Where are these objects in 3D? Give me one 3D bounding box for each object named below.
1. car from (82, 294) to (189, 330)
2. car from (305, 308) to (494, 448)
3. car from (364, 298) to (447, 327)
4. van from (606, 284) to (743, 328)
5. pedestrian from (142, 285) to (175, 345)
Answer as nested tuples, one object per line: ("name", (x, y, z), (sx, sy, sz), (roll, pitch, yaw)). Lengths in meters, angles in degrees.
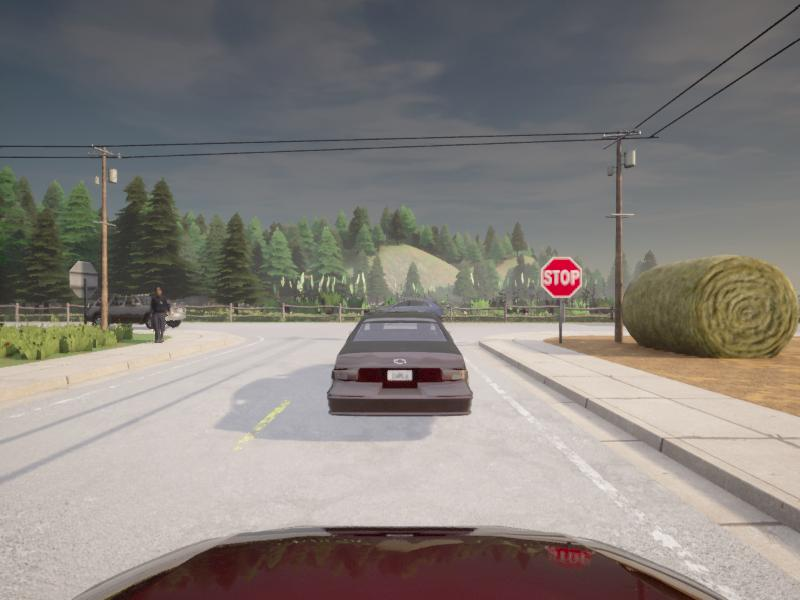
("car", (-14.131, 0.601, 21.526), (4.605, 1.855, 1.932), (0, 0, 5))
("car", (-0.001, 0.889, 6.985), (2.033, 1.411, 5.357), (0, 0, 0))
("car", (0.357, 0.730, 24.407), (4.856, 1.649, 2.033), (0, 0, 3))
("van", (16.002, 0.325, 23.662), (6.366, 2.431, 2.351), (0, 0, 3))
("pedestrian", (-7.753, 0.475, 12.885), (0.751, 1.860, 0.751), (0, 0, -18))
